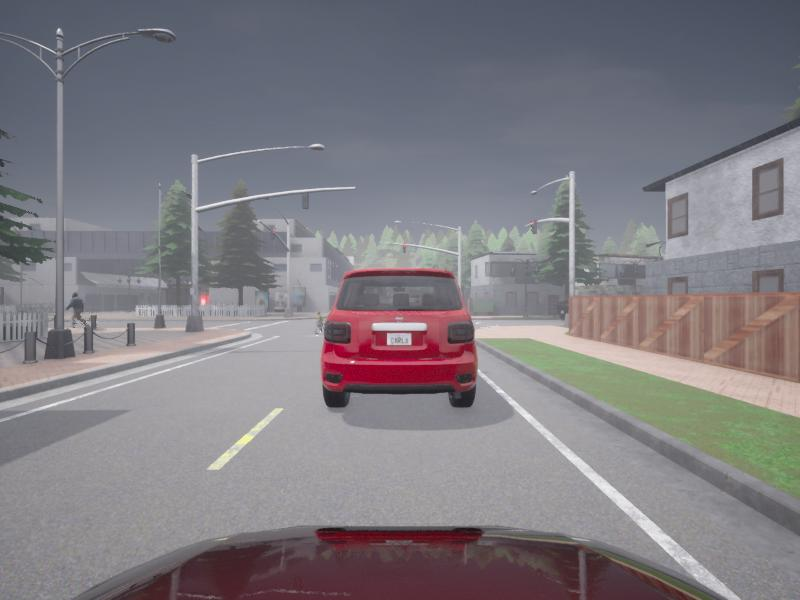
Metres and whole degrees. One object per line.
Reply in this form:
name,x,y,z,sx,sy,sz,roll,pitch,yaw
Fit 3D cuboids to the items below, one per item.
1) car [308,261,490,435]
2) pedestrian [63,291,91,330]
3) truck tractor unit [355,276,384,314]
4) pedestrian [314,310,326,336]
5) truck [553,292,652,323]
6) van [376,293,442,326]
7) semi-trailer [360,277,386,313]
car,-0.013,0.568,7.496,2.150,2.045,5.566,0,0,0
pedestrian,-15.836,0.500,19.614,0.751,1.860,0.751,0,0,-1
truck tractor unit,-3.564,-0.523,48.213,3.053,4.208,6.516,0,0,0
pedestrian,-3.546,1.015,17.786,0.500,1.100,0.500,0,0,-7
truck,14.789,0.523,29.358,6.274,2.098,2.390,0,0,-9
van,0.518,0.594,26.924,1.775,1.987,4.442,-1,1,-45
semi-trailer,-3.538,-0.617,56.125,2.717,4.402,14.254,0,0,0
